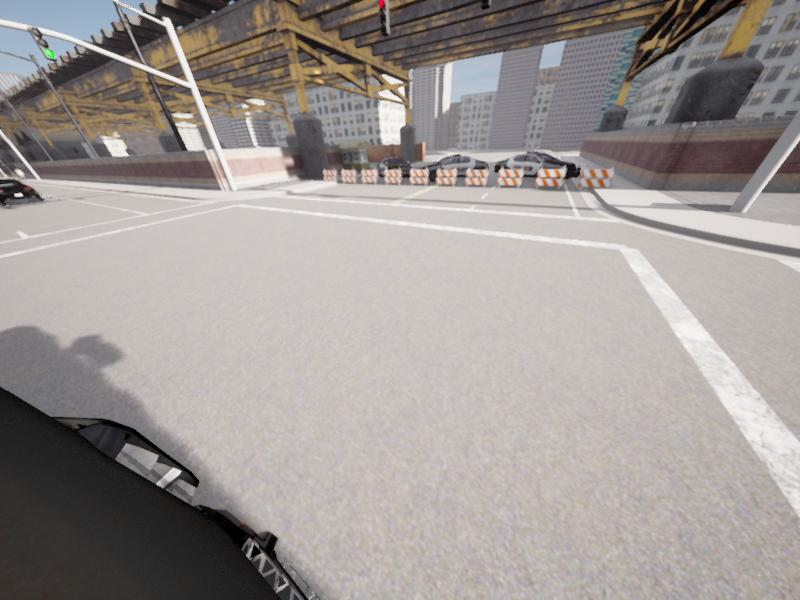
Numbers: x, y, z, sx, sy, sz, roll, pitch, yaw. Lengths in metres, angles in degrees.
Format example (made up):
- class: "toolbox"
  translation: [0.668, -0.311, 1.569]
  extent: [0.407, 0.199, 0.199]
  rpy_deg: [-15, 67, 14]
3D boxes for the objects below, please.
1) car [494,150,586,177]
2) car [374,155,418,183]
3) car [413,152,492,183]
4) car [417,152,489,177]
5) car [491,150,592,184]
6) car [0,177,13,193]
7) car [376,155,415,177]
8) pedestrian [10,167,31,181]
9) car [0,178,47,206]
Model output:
- class: "car"
  translation: [8.653, -8.797, 14.777]
  extent: [1.853, 1.218, 4.536]
  rpy_deg: [-21, 38, -26]
- class: "car"
  translation: [-0.441, -10.579, 18.440]
  extent: [2.038, 1.542, 4.974]
  rpy_deg: [-12, 35, -13]
- class: "car"
  translation: [3.605, -9.504, 16.512]
  extent: [4.974, 1.542, 2.038]
  rpy_deg: [-6, 34, -5]
- class: "car"
  translation: [3.649, -9.641, 16.430]
  extent: [4.536, 1.218, 1.853]
  rpy_deg: [-6, 34, -5]
- class: "car"
  translation: [8.688, -8.643, 14.827]
  extent: [2.038, 1.542, 4.974]
  rpy_deg: [-21, 38, -26]
- class: "car"
  translation: [-41.957, -11.660, 23.183]
  extent: [4.611, 1.667, 2.242]
  rpy_deg: [15, 38, 25]
- class: "car"
  translation: [-0.464, -10.737, 18.394]
  extent: [1.853, 1.218, 4.536]
  rpy_deg: [-12, 35, -13]
- class: "pedestrian"
  translation: [-60.950, -20.288, 37.126]
  extent: [0.751, 1.860, 0.751]
  rpy_deg: [10, 36, 18]
- class: "car"
  translation: [-27.632, -7.734, 16.387]
  extent: [4.674, 1.442, 1.812]
  rpy_deg: [15, 38, 25]
